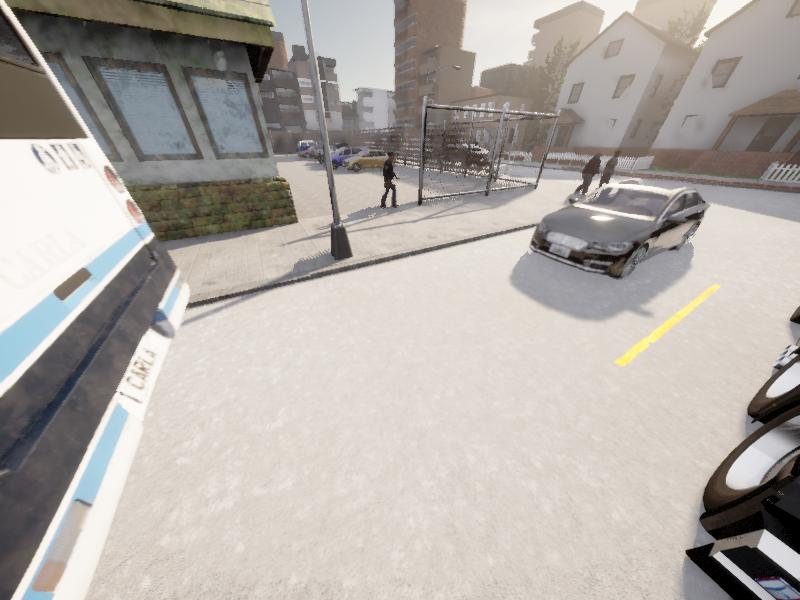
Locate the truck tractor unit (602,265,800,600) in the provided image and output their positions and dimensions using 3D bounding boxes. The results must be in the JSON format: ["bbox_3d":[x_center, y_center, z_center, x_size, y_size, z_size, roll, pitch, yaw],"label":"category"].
[{"bbox_3d":[5.111,-0.301,0.780,6.516,4.208,3.053,-18,39,-24],"label":"truck tractor unit"}]

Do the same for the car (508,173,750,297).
[{"bbox_3d":[5.283,-1.888,5.423,4.902,1.511,2.128,-18,39,-24],"label":"car"}]
